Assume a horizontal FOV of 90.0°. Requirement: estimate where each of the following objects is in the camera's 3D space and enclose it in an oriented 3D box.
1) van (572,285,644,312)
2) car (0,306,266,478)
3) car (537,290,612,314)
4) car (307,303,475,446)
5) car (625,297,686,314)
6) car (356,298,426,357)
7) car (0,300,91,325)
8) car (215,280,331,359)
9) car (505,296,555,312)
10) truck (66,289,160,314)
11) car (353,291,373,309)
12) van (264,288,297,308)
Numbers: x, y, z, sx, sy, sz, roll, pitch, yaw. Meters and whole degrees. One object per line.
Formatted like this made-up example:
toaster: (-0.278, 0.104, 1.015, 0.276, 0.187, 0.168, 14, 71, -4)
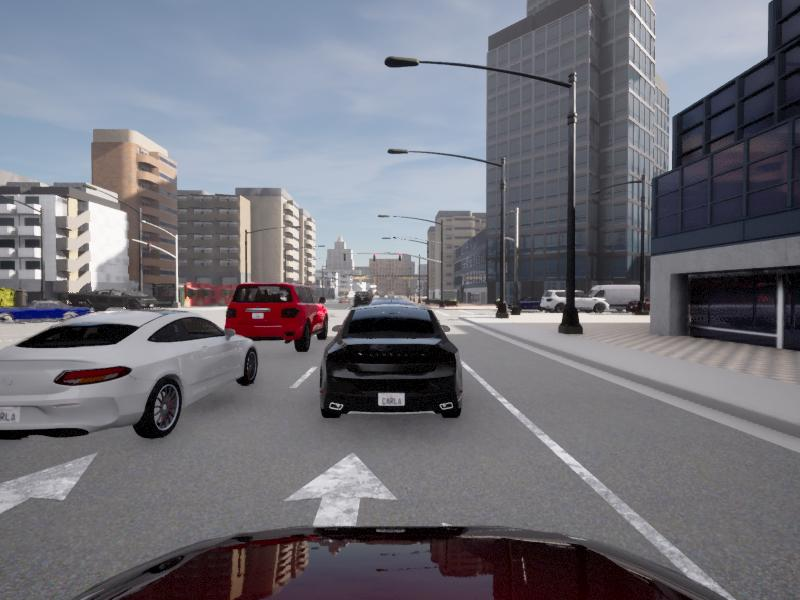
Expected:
van: (19.906, -0.155, 38.479, 5.915, 2.561, 1.988, 0, 1, -1)
car: (-3.631, 0.861, 5.908, 1.812, 1.442, 4.674, 0, 0, -1)
car: (15.170, 0.153, 34.941, 5.566, 2.045, 2.150, 0, 1, -1)
car: (-0.149, 0.835, 6.827, 1.837, 1.490, 4.892, 0, 0, -1)
car: (22.343, 0.440, 35.044, 4.193, 1.474, 1.816, 0, 1, -1)
car: (-0.289, 0.737, 13.310, 1.882, 1.535, 5.008, 0, 1, -1)
car: (-21.593, 0.707, 23.784, 1.895, 1.301, 4.718, 1, 1, 35)
car: (-3.796, 0.479, 13.206, 2.150, 2.045, 5.566, 0, 1, -1)
car: (12.427, 0.376, 38.379, 4.193, 1.474, 1.816, 0, 1, -1)
truck: (-24.473, 0.120, 34.346, 6.274, 2.098, 2.390, 0, 1, -1)
car: (-4.500, -0.018, 49.142, 2.150, 2.045, 5.566, 0, 0, -3)
van: (-15.145, -0.233, 51.184, 2.351, 2.431, 6.366, 0, 0, -1)
